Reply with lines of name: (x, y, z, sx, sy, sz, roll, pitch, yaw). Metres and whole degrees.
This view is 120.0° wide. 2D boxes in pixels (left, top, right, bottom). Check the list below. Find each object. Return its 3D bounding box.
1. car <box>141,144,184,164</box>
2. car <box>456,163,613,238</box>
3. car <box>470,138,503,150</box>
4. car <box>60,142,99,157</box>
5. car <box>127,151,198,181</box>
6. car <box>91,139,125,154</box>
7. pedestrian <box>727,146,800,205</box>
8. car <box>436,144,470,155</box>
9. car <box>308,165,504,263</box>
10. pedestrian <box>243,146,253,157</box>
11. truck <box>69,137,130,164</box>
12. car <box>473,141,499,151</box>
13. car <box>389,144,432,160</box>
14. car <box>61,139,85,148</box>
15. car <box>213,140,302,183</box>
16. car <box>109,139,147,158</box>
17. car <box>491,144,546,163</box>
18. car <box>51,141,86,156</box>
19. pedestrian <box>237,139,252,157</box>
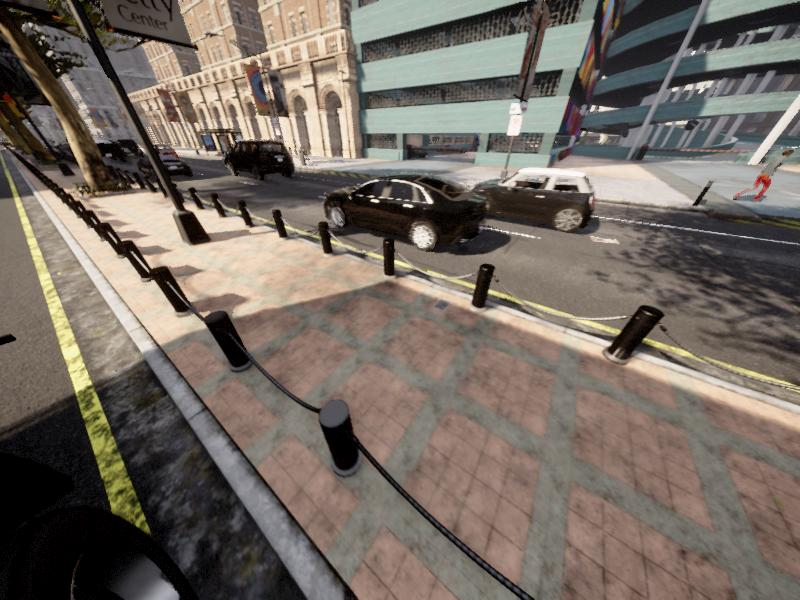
car: (-24.331, -15.017, 23.688, 3.705, 1.549, 1.789, 23, 41, 28)
car: (4.113, -3.423, 7.518, 3.806, 1.475, 1.970, 22, 41, 28)
car: (18.116, -32.866, 48.573, 5.566, 2.045, 2.435, 22, 41, 28)
car: (-42.113, -19.781, 30.343, 4.902, 1.511, 2.128, 22, 41, 28)
car: (-15.900, -9.058, 15.454, 4.181, 1.385, 1.994, 22, 41, 28)
car: (-44.081, -23.191, 34.853, 4.605, 1.855, 1.932, 22, 41, 28)
pedestrian: (14.074, -4.767, 8.863, 0.751, 1.860, 0.751, 17, 38, 22)
car: (8.208, -23.535, 36.009, 4.718, 1.301, 1.895, 22, 41, 28)
car: (-0.072, -2.673, 6.406, 4.892, 1.490, 1.837, 22, 41, 28)
pedestrian: (-18.902, -18.520, 28.785, 0.500, 1.100, 0.500, 12, 37, 17)
truck: (-31.117, -15.546, 23.908, 6.274, 2.098, 2.390, 22, 41, 28)
car: (18.066, -32.565, 48.826, 4.514, 1.523, 2.007, 22, 41, 28)
car: (1.228, -18.258, 28.381, 4.786, 1.482, 2.161, 22, 41, 28)
car: (-71.454, -34.231, 50.506, 4.856, 1.649, 2.033, 22, 41, 28)
car: (-9.235, -9.093, 14.962, 5.566, 2.045, 2.150, 22, 41, 29)
car: (-34.739, -19.395, 29.527, 3.866, 1.878, 1.905, 22, 41, 28)
car: (13.090, -16.371, 25.726, 4.902, 1.511, 2.128, 22, 41, 28)
car: (-50.401, -23.083, 35.111, 5.027, 1.651, 2.152, 22, 41, 28)
pedestrian: (-18.797, -18.359, 27.898, 0.751, 1.860, 0.751, 24, 41, 29)
